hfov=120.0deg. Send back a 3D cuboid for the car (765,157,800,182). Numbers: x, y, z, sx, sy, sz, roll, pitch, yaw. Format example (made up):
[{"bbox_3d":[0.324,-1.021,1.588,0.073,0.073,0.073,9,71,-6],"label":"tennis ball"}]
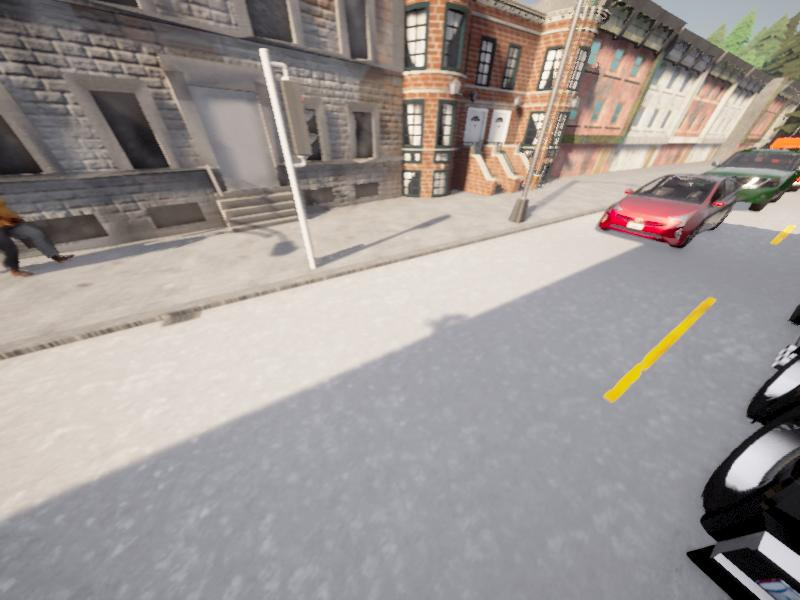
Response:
[{"bbox_3d":[29.448,-9.649,16.966,4.718,1.301,1.895,-18,39,-25],"label":"car"}]

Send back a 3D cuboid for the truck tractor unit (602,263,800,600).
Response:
[{"bbox_3d":[5.106,-0.307,0.785,6.516,4.208,3.053,-18,39,-24],"label":"truck tractor unit"}]

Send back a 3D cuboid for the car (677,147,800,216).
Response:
[{"bbox_3d":[15.141,-5.327,9.983,5.566,2.045,2.150,-18,39,-24],"label":"car"}]

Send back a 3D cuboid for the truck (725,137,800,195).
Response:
[{"bbox_3d":[22.531,-7.894,13.359,5.204,2.467,2.627,-18,39,-24],"label":"truck"}]

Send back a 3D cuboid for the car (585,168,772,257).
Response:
[{"bbox_3d":[8.043,-2.795,6.744,4.514,1.525,2.007,-18,39,-24],"label":"car"}]

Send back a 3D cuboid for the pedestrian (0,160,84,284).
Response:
[{"bbox_3d":[-6.916,-1.331,4.002,0.751,1.860,0.751,-17,38,-23],"label":"pedestrian"}]
